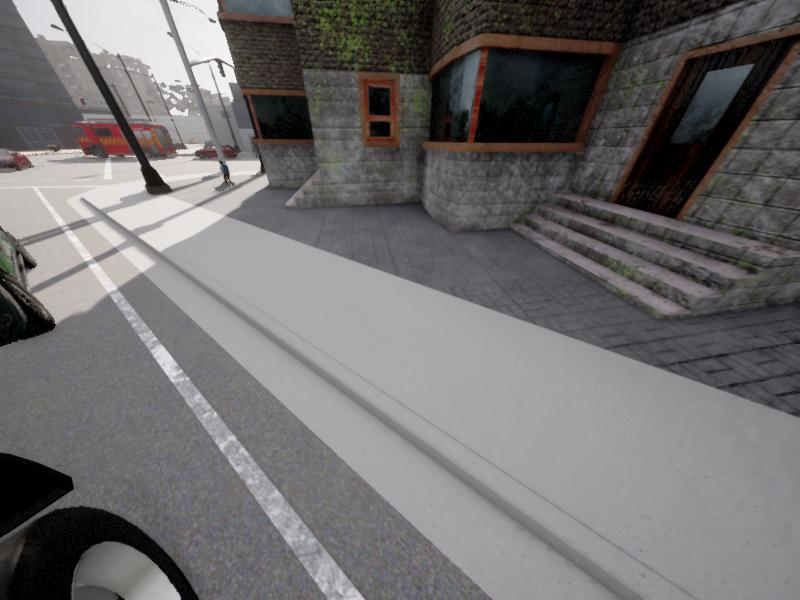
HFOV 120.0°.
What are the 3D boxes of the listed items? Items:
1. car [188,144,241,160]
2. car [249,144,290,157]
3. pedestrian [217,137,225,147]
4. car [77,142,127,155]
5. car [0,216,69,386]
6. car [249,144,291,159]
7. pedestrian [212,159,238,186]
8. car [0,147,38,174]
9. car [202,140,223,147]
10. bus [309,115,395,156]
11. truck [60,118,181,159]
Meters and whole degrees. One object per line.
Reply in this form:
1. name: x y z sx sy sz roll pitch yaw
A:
1. car: -21.642 -17.435 27.135 4.193 1.474 1.816 -6 36 -8
2. car: -17.233 -19.881 30.697 4.181 1.385 1.994 -6 35 -8
3. pedestrian: -44.288 -39.160 57.250 0.751 1.860 0.751 -1 35 -2
4. car: -43.587 -22.352 33.981 2.038 1.542 4.974 -9 36 -14
5. car: -7.016 -0.546 2.872 5.566 2.045 2.150 22 41 28
6. car: -15.595 -18.043 27.988 3.806 1.475 1.970 -6 36 -8
7. pedestrian: -8.629 -6.305 11.429 0.500 1.100 0.500 15 38 19
8. car: -30.087 -10.561 17.417 1.812 1.442 4.674 -27 44 -33
9. car: -47.807 -39.984 59.030 1.816 1.474 4.193 0 35 0
10. bus: -6.150 -22.194 31.255 10.273 4.253 3.944 -6 36 -8
11. truck: -33.087 -19.413 27.899 8.468 3.827 2.891 -4 35 -6
